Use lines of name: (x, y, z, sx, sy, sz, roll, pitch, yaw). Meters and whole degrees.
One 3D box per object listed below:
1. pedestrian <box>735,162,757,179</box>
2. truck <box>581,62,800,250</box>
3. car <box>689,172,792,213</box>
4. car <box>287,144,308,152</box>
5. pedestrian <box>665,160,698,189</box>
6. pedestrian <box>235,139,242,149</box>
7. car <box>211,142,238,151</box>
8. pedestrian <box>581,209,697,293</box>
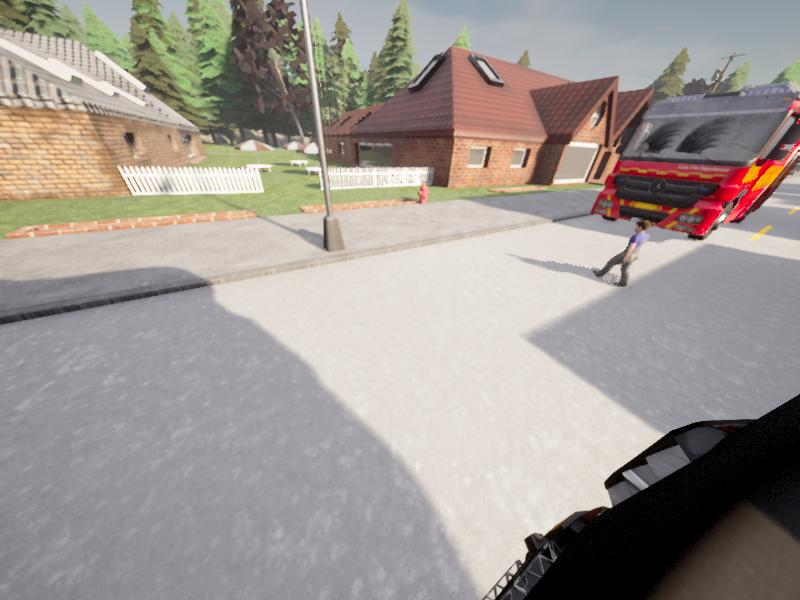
pedestrian: (45.161, -16.935, 30.159, 0.751, 1.860, 0.751, -20, 40, -30)
truck: (11.110, -4.759, 8.243, 8.468, 3.827, 2.891, -16, 38, -26)
car: (18.707, -6.024, 12.702, 4.902, 1.511, 2.128, -16, 38, -26)
car: (-28.503, -42.278, 64.251, 4.902, 1.511, 2.128, -16, 38, -26)
pedestrian: (21.567, -9.638, 17.739, 0.751, 1.860, 0.751, -19, 40, -29)
pedestrian: (-38.469, -37.156, 54.958, 0.751, 1.860, 0.751, -21, 40, -31)
car: (-43.158, -37.938, 56.919, 5.027, 1.651, 2.152, -16, 38, -26)
pedestrian: (4.286, -0.917, 4.292, 0.751, 1.300, 0.751, -6, 35, -12)
